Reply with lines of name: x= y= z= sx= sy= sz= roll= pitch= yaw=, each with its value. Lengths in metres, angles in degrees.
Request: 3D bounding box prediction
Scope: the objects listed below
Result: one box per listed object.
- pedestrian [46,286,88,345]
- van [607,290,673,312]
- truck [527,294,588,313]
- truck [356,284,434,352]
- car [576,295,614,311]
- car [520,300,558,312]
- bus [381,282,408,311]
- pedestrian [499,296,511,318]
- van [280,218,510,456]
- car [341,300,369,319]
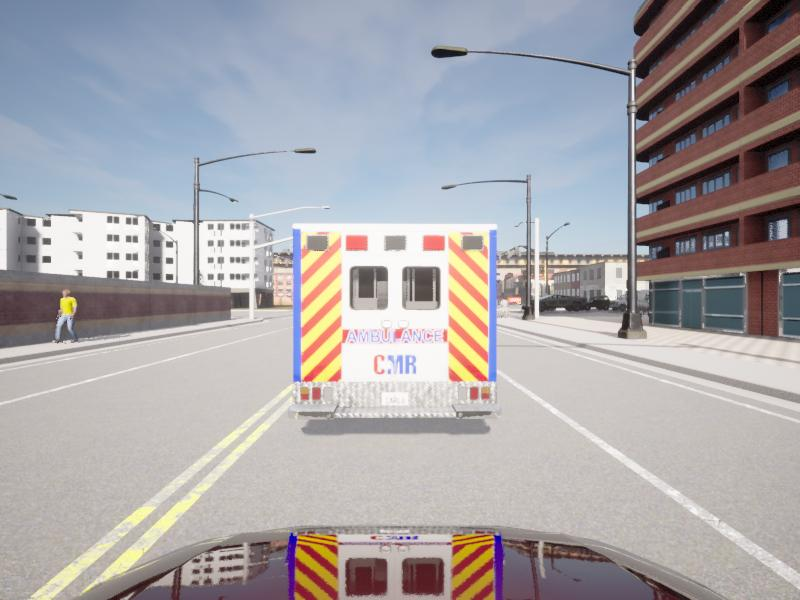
pedestrian: x=-10.843 y=0.487 z=13.041 sx=0.751 sy=1.860 sz=0.751 roll=0 pitch=0 yaw=-1
van: x=28.362 y=0.074 z=47.475 sx=6.366 sy=2.431 sz=2.351 roll=-1 pitch=0 yaw=0
truck: x=18.633 y=0.385 z=47.550 sx=6.274 sy=2.098 sz=2.390 roll=-1 pitch=0 yaw=0
truck: x=-0.191 y=0.542 z=15.509 sx=2.390 sy=2.098 sz=6.274 roll=0 pitch=0 yaw=-1
car: x=24.797 y=0.402 z=51.002 sx=3.866 sy=1.878 sz=1.905 roll=-1 pitch=0 yaw=0
car: x=17.686 y=0.766 z=51.057 sx=4.181 sy=1.385 sz=1.994 roll=-1 pitch=0 yaw=0
bus: x=-0.886 y=-0.535 z=63.078 sx=3.944 sy=4.253 sz=10.273 roll=0 pitch=0 yaw=-1
pedestrian: x=8.823 y=0.584 z=33.657 sx=0.751 sy=1.860 sz=0.751 roll=0 pitch=0 yaw=-5
van: x=-0.088 y=0.378 z=7.271 sx=2.351 sy=2.431 sz=6.366 roll=0 pitch=0 yaw=-1
car: x=-3.936 y=0.802 z=35.738 sx=2.038 sy=1.542 sz=4.974 roll=0 pitch=0 yaw=-1
